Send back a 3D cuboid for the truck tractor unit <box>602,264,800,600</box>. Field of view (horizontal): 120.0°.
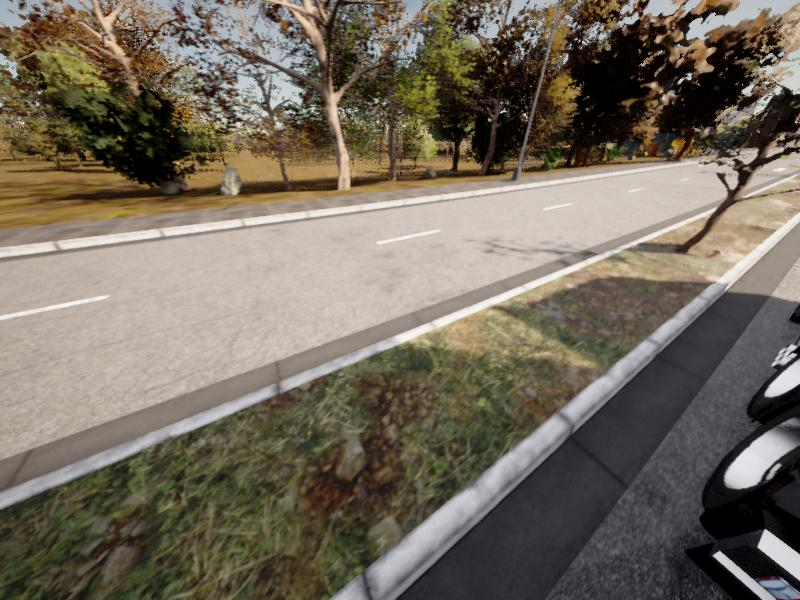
[{"bbox_3d":[5.112,-0.300,0.781,6.516,4.208,3.053,-18,39,-24],"label":"truck tractor unit"}]
